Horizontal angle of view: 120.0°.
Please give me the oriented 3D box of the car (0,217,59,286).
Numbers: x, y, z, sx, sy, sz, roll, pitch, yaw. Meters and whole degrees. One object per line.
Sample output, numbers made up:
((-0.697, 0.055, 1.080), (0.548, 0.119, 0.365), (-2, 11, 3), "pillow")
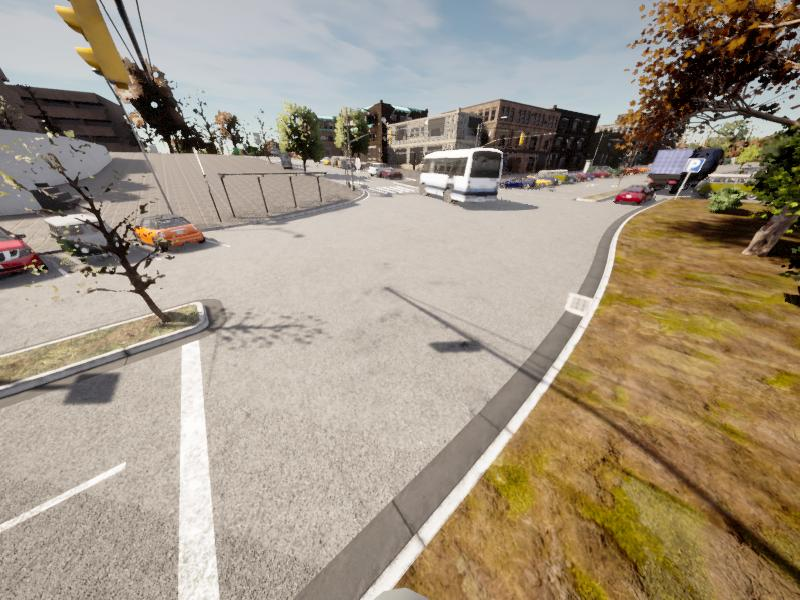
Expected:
((-18.453, -2.226, 10.271), (5.566, 2.045, 2.435), (15, 34, 27), "car")

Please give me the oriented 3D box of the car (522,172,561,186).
((21.562, -18.424, 35.211), (4.553, 1.767, 2.185), (19, 36, 31), "car")

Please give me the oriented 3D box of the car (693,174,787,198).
((33.092, -11.306, 22.797), (4.553, 1.767, 2.185), (20, 37, 31), "car")

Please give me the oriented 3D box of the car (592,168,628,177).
((41.921, -25.455, 46.197), (5.008, 1.535, 2.097), (20, 37, 33), "car")

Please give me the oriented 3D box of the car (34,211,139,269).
((-16.054, -3.211, 11.856), (4.442, 1.987, 1.878), (15, 34, 27), "car")

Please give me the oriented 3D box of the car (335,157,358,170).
((-10.866, -27.919, 47.185), (1.878, 1.987, 4.442), (21, 37, 23), "car")

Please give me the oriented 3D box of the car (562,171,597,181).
((31.680, -21.906, 40.851), (4.674, 1.452, 2.002), (19, 36, 32), "car")

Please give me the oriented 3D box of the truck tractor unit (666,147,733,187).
((39.939, -17.769, 30.853), (6.516, 4.208, 3.053), (-20, 35, -27), "truck tractor unit")

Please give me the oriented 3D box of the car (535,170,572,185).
((24.186, -19.390, 36.497), (4.442, 1.987, 1.878), (19, 36, 31), "car")

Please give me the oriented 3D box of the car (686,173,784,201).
((30.571, -10.506, 21.390), (4.442, 1.987, 1.878), (20, 38, 31), "car")

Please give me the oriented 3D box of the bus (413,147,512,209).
((5.071, -11.988, 22.470), (3.944, 4.253, 10.273), (-8, 32, -16), "bus")

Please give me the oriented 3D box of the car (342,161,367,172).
((-8.914, -26.385, 45.522), (2.231, 1.521, 4.892), (21, 37, 23), "car")

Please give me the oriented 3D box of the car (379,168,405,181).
((-1.231, -20.775, 38.067), (2.002, 1.452, 4.674), (21, 37, 23), "car")

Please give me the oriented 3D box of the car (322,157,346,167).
((-14.577, -30.665, 51.280), (1.946, 1.575, 5.366), (21, 37, 23), "car")

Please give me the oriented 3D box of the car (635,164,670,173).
((60.044, -31.365, 55.174), (5.366, 1.575, 1.946), (22, 38, 35), "car")

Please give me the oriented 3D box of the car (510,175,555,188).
((19.246, -17.332, 33.735), (5.366, 1.575, 1.946), (18, 36, 31), "car")

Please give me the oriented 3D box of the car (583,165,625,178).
((39.365, -24.796, 44.732), (5.566, 2.045, 2.435), (20, 37, 33), "car")

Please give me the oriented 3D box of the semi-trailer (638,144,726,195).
((33.341, -15.462, 27.143), (14.254, 4.402, 2.717), (-20, 35, -28), "semi-trailer")

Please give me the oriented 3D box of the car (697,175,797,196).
((35.730, -12.037, 24.127), (5.366, 1.575, 1.946), (21, 37, 31), "car")

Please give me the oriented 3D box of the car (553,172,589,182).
((29.144, -21.005, 39.471), (4.674, 1.452, 2.002), (19, 37, 32), "car")

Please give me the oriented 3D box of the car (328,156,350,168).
((-12.791, -29.317, 49.059), (1.878, 1.987, 4.442), (21, 37, 23), "car")

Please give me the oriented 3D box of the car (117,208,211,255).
((-13.789, -4.164, 13.541), (4.553, 1.767, 2.185), (15, 35, 27), "car")

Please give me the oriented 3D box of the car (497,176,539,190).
((16.543, -16.502, 32.563), (4.792, 1.488, 2.163), (18, 36, 31), "car")

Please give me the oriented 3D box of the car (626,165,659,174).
((54.944, -29.664, 52.587), (4.892, 1.521, 2.231), (22, 38, 35), "car")

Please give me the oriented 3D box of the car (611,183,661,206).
((21.621, -9.739, 21.146), (4.181, 1.385, 1.994), (-22, 36, -30), "car")

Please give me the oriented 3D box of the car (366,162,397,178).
((-3.124, -22.424, 39.795), (2.435, 2.045, 5.566), (21, 37, 23), "car")

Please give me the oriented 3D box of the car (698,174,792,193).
((37.900, -13.039, 25.682), (5.366, 1.575, 1.946), (21, 38, 31), "car")

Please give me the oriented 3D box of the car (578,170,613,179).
((36.781, -23.674, 43.552), (4.674, 1.452, 2.002), (20, 37, 33), "car")

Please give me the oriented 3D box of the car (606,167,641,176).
((47.102, -27.159, 48.787), (5.008, 1.535, 2.097), (21, 38, 34), "car")

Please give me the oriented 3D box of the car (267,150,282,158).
((-34.492, -40.031, 63.299), (2.128, 1.511, 4.902), (-23, 40, -34), "car")

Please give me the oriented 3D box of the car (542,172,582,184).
((26.611, -20.140, 38.075), (4.892, 1.521, 2.231), (19, 36, 32), "car")

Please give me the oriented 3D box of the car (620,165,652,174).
((52.328, -28.939, 51.258), (4.553, 1.767, 2.185), (21, 38, 34), "car")
